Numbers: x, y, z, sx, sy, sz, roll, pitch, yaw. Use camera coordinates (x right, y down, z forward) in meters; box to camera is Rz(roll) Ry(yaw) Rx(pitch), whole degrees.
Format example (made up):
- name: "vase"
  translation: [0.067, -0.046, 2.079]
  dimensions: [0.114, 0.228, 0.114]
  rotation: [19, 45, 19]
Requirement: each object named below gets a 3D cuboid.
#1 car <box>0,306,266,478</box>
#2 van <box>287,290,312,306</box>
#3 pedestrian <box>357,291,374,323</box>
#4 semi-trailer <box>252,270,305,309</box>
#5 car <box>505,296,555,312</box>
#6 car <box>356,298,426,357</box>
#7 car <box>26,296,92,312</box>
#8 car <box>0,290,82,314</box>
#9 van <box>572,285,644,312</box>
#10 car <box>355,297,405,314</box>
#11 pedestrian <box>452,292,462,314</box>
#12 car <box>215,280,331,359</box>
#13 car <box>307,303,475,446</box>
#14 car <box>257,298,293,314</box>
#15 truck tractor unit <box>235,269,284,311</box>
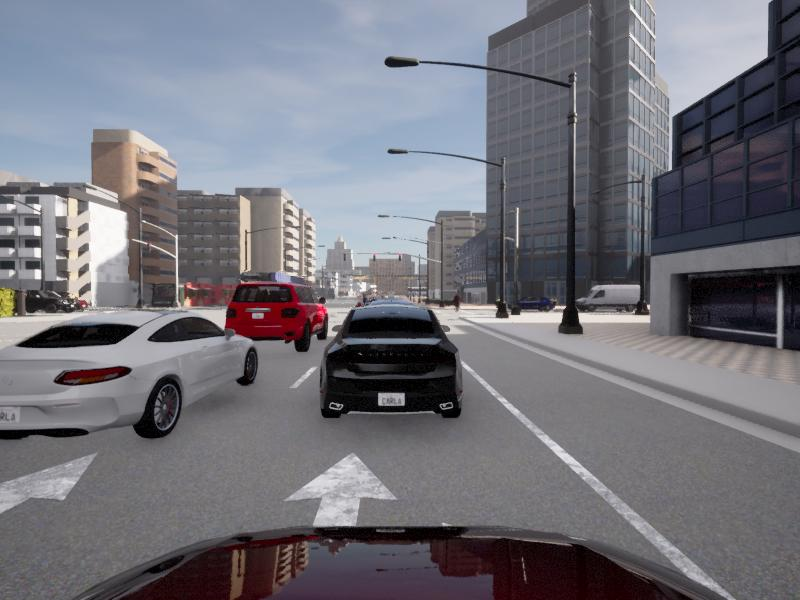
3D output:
- name: "car"
  translation: [-3.631, 0.861, 5.908]
  dimensions: [1.812, 1.442, 4.674]
  rotation: [0, 0, -1]
- name: "van"
  translation: [-15.348, -0.292, 61.589]
  dimensions: [2.351, 2.431, 6.366]
  rotation: [0, 0, -1]
- name: "pedestrian"
  translation: [-2.048, 0.411, 23.841]
  dimensions: [0.751, 1.860, 0.751]
  rotation: [-1, 1, -31]
- name: "semi-trailer"
  translation: [-15.159, -1.229, 51.322]
  dimensions: [2.717, 4.402, 14.254]
  rotation: [0, 1, -1]
- name: "car"
  translation: [12.427, 0.376, 38.379]
  dimensions: [4.193, 1.474, 1.816]
  rotation: [0, 1, -1]
- name: "car"
  translation: [-0.289, 0.737, 13.310]
  dimensions: [1.882, 1.535, 5.008]
  rotation: [0, 1, -1]
- name: "car"
  translation: [-32.081, 0.384, 37.711]
  dimensions: [4.674, 1.442, 1.812]
  rotation: [0, 1, 0]
- name: "car"
  translation: [-30.852, 0.145, 34.241]
  dimensions: [5.566, 2.045, 2.150]
  rotation: [0, 1, -1]
- name: "van"
  translation: [19.906, -0.155, 38.479]
  dimensions: [5.915, 2.561, 1.988]
  rotation: [0, 1, -1]
- name: "car"
  translation: [-1.715, 0.442, 35.337]
  dimensions: [4.193, 1.474, 1.816]
  rotation: [0, 1, 8]
- name: "pedestrian"
  translation: [4.991, 0.226, 34.734]
  dimensions: [0.751, 1.860, 0.751]
  rotation: [0, 1, 18]
- name: "car"
  translation: [-3.796, 0.479, 13.206]
  dimensions: [2.150, 2.045, 5.566]
  rotation: [0, 1, -1]
- name: "car"
  translation: [-0.149, 0.835, 6.827]
  dimensions: [1.837, 1.490, 4.892]
  rotation: [0, 0, -1]
- name: "car"
  translation: [-11.321, 0.504, 36.564]
  dimensions: [1.895, 1.301, 4.718]
  rotation: [0, 1, -1]
- name: "truck tractor unit"
  translation: [-15.036, -1.058, 43.408]
  dimensions: [3.053, 4.208, 6.516]
  rotation: [0, 0, 0]
